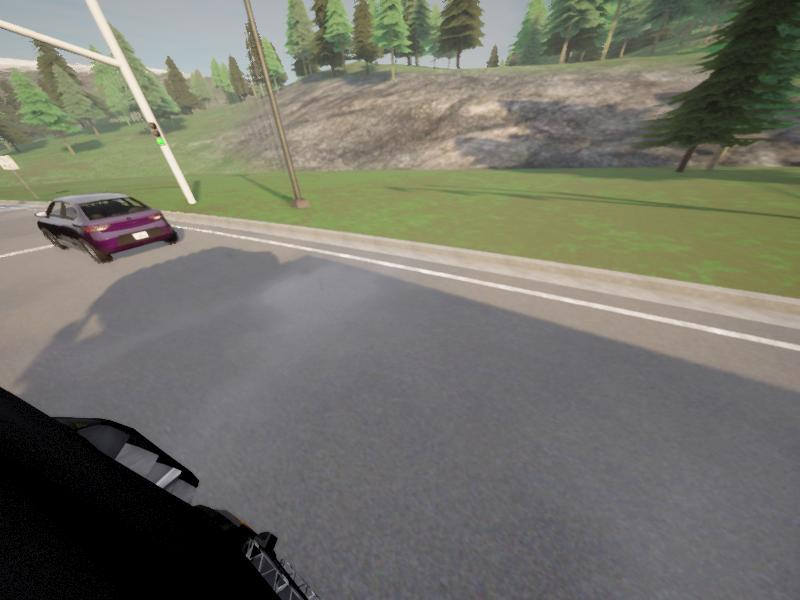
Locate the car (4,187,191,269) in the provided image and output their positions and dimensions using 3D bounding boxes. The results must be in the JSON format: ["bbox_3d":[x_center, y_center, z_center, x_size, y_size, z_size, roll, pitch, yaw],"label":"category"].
[{"bbox_3d":[-8.597,-2.272,6.658,4.193,1.474,1.816,13,37,22],"label":"car"}]
